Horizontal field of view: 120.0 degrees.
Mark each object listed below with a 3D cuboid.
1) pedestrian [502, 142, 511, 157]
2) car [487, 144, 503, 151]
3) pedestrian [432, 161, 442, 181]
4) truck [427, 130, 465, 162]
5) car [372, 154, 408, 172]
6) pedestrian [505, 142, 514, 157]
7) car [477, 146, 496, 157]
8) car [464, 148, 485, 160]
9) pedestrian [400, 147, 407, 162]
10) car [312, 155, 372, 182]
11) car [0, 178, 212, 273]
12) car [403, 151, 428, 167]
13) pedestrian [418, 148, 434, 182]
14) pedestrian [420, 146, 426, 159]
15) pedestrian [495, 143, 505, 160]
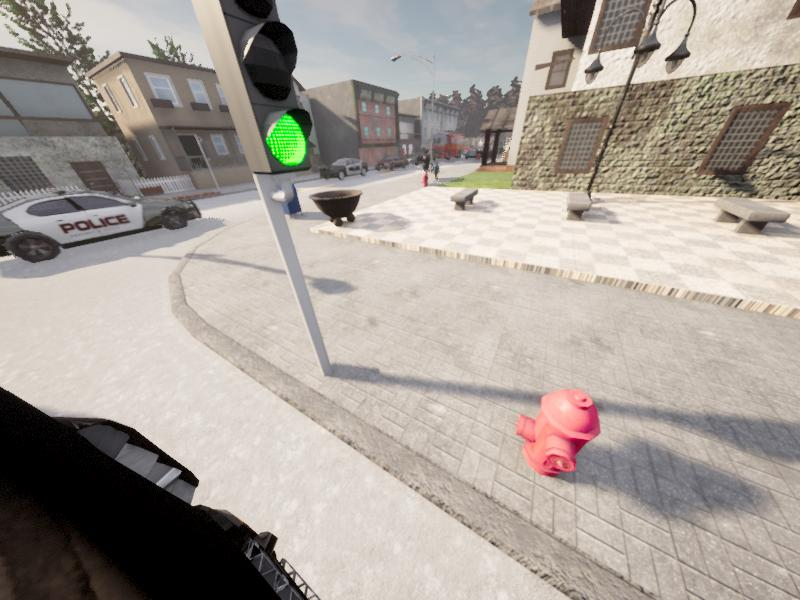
[{"bbox_3d":[16.226,-22.855,35.146,0.751,1.860,0.751,21,40,31],"label":"pedestrian"},{"bbox_3d":[26.968,-43.385,65.770,2.163,1.488,4.792,-4,34,-1],"label":"car"},{"bbox_3d":[2.471,-8.634,15.470,0.500,1.100,0.500,15,37,25],"label":"pedestrian"},{"bbox_3d":[7.487,-24.621,36.901,2.891,3.827,8.468,16,38,26],"label":"truck"},{"bbox_3d":[-0.993,-15.267,25.695,1.994,1.385,4.181,16,38,26],"label":"car"},{"bbox_3d":[16.389,-22.483,34.576,0.751,1.860,0.751,16,38,25],"label":"pedestrian"},{"bbox_3d":[16.100,-27.607,42.949,2.033,1.411,5.357,16,38,26],"label":"car"},{"bbox_3d":[12.115,-23.693,37.385,1.994,1.385,4.181,16,38,26],"label":"car"},{"bbox_3d":[0.538,-22.804,36.228,0.751,1.860,0.751,18,39,28],"label":"pedestrian"},{"bbox_3d":[-4.892,-11.654,20.309,1.930,1.638,5.238,15,38,25],"label":"car"},{"bbox_3d":[-9.452,-2.656,7.223,2.038,1.542,4.974,16,38,26],"label":"car"},{"bbox_3d":[2.048,-18.305,29.866,1.789,1.549,3.705,16,38,26],"label":"car"},{"bbox_3d":[1.701,-8.912,15.258,0.751,1.860,0.751,17,38,27],"label":"pedestrian"},{"bbox_3d":[4.195,-26.498,41.508,0.751,1.860,0.751,26,43,36],"label":"pedestrian"},{"bbox_3d":[12.888,-19.075,29.714,0.751,1.860,0.751,16,38,26],"label":"pedestrian"}]
